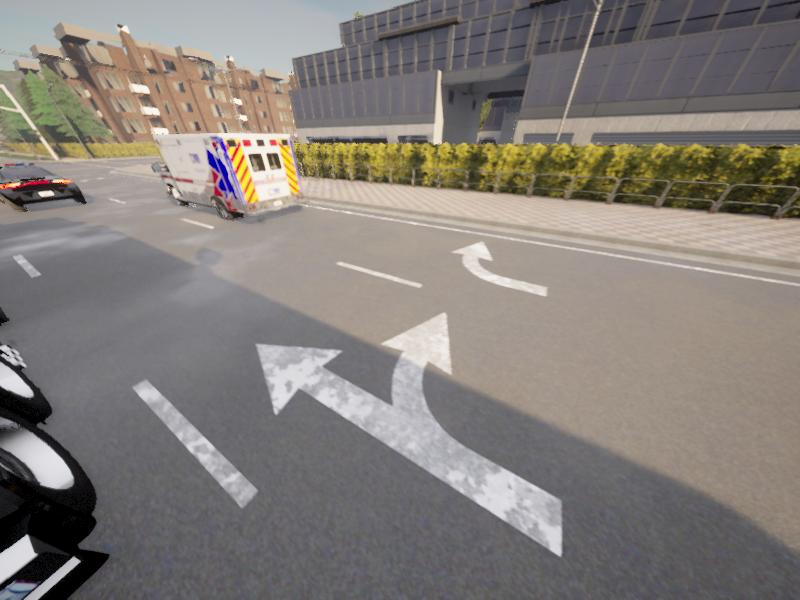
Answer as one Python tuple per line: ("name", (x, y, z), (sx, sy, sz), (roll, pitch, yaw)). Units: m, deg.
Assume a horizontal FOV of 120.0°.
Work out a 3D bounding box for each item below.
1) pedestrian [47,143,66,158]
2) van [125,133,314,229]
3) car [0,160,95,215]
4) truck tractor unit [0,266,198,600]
("pedestrian", (-52.723, -22.950, 35.468), (0.751, 1.860, 0.751), (17, 39, 24))
("van", (-6.662, -4.670, 8.636), (6.366, 2.431, 2.351), (18, 39, 24))
("car", (-16.063, -5.023, 10.003), (4.974, 1.542, 2.038), (17, 39, 24))
("truck tractor unit", (-5.117, -0.294, 0.775), (6.516, 4.208, 3.053), (18, 39, 24))
